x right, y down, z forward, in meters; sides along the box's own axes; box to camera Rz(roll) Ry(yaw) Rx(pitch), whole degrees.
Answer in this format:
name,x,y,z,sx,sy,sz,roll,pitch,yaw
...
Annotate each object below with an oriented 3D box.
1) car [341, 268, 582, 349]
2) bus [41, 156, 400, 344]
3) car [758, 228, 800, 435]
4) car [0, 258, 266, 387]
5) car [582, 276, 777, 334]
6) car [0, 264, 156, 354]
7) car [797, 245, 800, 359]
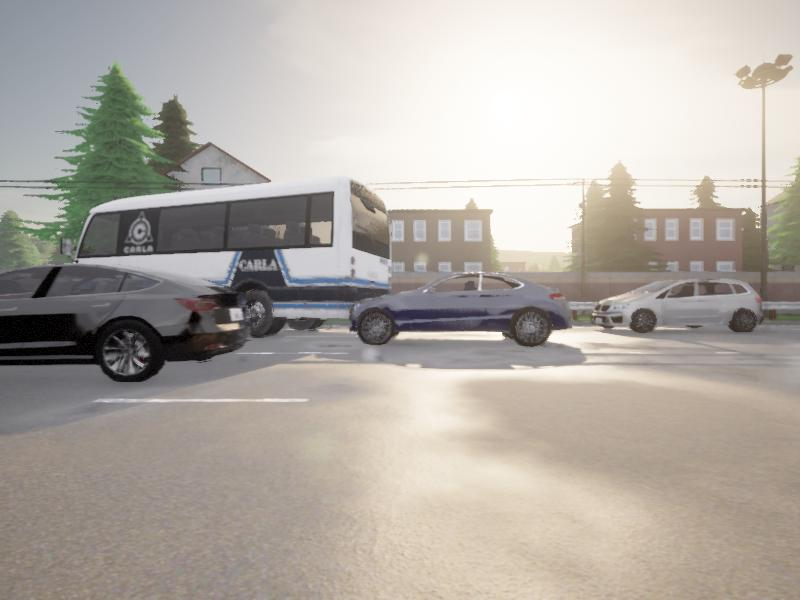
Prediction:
name,x,y,z,sx,sy,sz,roll,pitch,yaw
car,1.329,0.181,9.487,5.027,1.651,2.152,0,0,5
bus,-5.496,-1.127,12.545,10.273,4.253,3.944,0,-1,18
car,5.377,0.229,2.200,4.902,1.511,2.128,0,0,0
car,-4.661,0.258,5.699,4.792,1.488,2.163,0,0,0
car,8.593,0.145,12.700,4.611,1.667,2.242,0,0,0
car,-8.332,0.168,8.918,4.611,1.667,2.242,0,0,10
car,8.539,0.036,5.702,3.866,1.878,1.905,0,0,0
